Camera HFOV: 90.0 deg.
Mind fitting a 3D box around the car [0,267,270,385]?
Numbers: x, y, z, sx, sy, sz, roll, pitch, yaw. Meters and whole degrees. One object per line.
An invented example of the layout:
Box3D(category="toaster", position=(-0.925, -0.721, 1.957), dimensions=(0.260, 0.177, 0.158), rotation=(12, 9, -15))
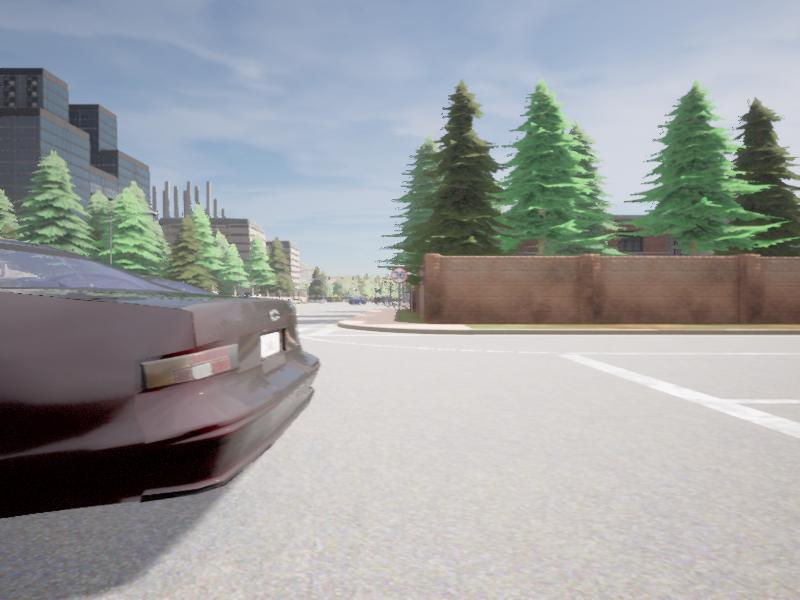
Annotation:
Box3D(category="car", position=(-4.270, 0.303, 5.701), dimensions=(4.181, 1.385, 1.994), rotation=(0, 0, 0))

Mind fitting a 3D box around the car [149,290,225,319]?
Box3D(category="car", position=(-12.174, 0.218, 23.267), dimensions=(2.007, 1.525, 4.514), rotation=(0, 0, 0))

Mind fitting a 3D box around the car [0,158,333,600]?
Box3D(category="car", position=(-3.223, 0.291, 2.197), dimensions=(5.357, 1.411, 2.033), rotation=(0, 0, 0))

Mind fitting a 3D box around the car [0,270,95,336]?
Box3D(category="car", position=(-11.853, 0.084, 12.039), dimensions=(2.097, 1.767, 4.553), rotation=(0, 0, -4))
